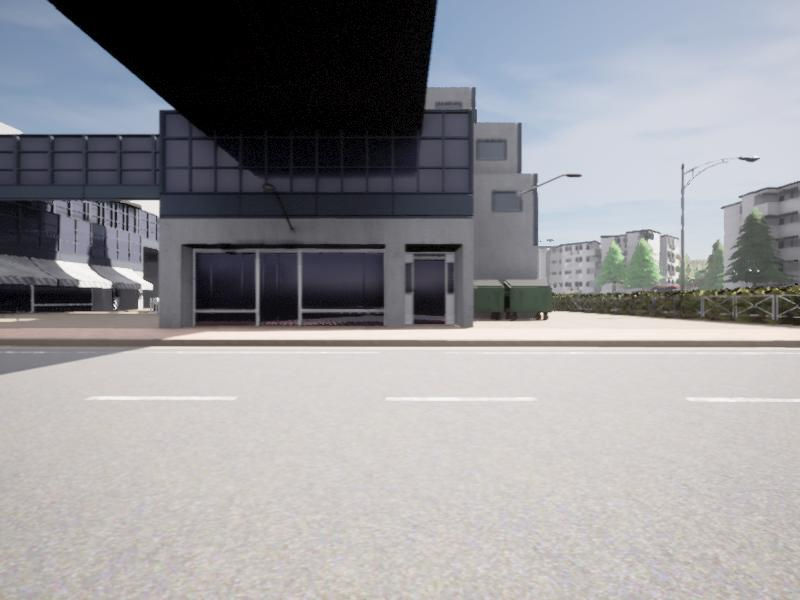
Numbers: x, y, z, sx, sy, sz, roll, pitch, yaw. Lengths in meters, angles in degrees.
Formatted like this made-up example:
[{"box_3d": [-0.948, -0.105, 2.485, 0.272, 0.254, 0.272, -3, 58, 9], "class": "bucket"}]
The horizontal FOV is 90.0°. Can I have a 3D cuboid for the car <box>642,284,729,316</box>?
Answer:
[{"box_3d": [19.720, -0.019, 28.045, 2.150, 2.045, 5.566, 0, 0, 0], "class": "car"}]

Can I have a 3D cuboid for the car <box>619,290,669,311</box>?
[{"box_3d": [23.235, 0.071, 38.290, 1.932, 1.855, 4.605, 0, -1, 0], "class": "car"}]
